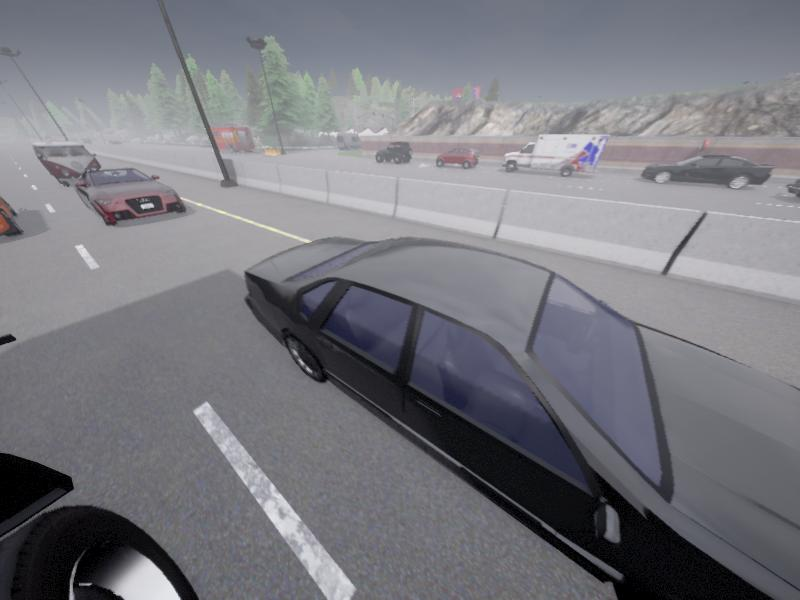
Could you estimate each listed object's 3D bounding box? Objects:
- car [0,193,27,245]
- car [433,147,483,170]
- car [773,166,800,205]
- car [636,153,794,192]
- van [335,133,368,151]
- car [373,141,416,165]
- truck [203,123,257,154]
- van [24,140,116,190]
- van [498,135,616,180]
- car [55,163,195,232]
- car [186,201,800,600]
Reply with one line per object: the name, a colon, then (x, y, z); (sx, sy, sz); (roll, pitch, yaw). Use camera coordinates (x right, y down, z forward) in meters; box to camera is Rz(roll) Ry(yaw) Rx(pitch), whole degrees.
car: (-12.125, -2.533, 5.834); (4.553, 1.767, 2.097); (22, 41, 28)
car: (5.105, -12.651, 20.536); (3.705, 1.549, 1.789); (22, 41, 28)
car: (19.329, -4.267, 8.996); (4.718, 1.301, 1.895); (22, 41, 28)
car: (17.576, -7.561, 13.442); (5.008, 1.535, 1.882); (22, 41, 28)
van: (-8.641, -28.597, 41.827); (1.988, 2.561, 5.915); (22, 41, 28)
car: (-0.575, -15.106, 23.672); (3.866, 1.878, 1.905); (22, 41, 28)
truck: (-28.087, -26.730, 38.237); (8.468, 3.827, 2.891); (21, 40, 26)
van: (-17.937, -7.446, 12.580); (4.442, 1.987, 1.775); (22, 41, 28)
van: (11.079, -10.574, 16.884); (6.366, 2.431, 2.351); (22, 41, 28)
car: (-9.307, -3.673, 7.846); (4.181, 1.385, 1.994); (22, 41, 28)
car: (0.585, 0.351, 2.205); (5.357, 1.411, 2.033); (22, 41, 28)
